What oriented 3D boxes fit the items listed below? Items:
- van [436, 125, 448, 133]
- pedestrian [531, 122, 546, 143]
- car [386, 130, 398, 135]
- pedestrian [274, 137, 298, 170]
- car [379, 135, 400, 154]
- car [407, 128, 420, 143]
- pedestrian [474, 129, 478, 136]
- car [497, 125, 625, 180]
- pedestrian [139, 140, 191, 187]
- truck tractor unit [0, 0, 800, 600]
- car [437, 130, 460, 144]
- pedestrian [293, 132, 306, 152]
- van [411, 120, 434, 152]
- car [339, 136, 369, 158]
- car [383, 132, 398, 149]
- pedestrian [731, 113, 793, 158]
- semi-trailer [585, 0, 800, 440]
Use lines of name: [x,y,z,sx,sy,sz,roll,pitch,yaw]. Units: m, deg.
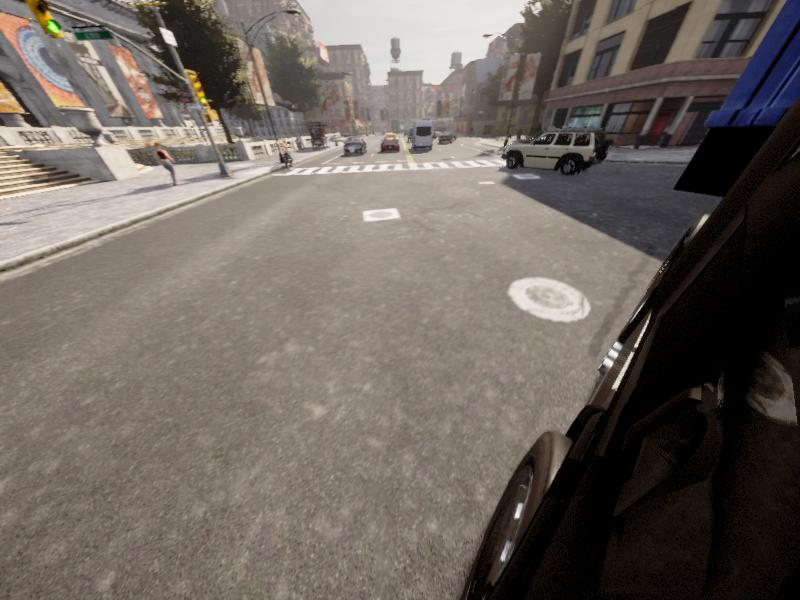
van: [14.604,-59.353,80.076,1.775,1.987,4.442,24,44,31]
pedestrian: [15.506,-18.845,25.955,0.751,1.860,0.751,-1,37,2]
car: [-2.589,-57.524,79.217,1.895,1.301,4.718,17,41,24]
pedestrian: [-7.779,-10.059,15.885,0.751,1.860,0.751,-1,37,1]
car: [-1.083,-16.773,24.873,1.994,1.385,4.181,-2,37,0]
car: [2.216,-27.767,38.866,1.905,1.878,3.866,-2,37,1]
pedestrian: [15.284,-33.700,46.360,0.500,1.100,0.500,-17,39,-18]
car: [7.746,-7.589,11.719,1.932,1.855,4.605,-28,44,-27]
pedestrian: [-11.350,-6.609,11.252,0.751,1.860,0.751,-4,37,-2]
truck tractor unit: [2.645,-0.295,0.351,6.516,4.208,3.053,-28,44,-30]
car: [7.259,-24.336,34.423,2.033,1.411,5.357,13,39,19]
pedestrian: [-11.820,-18.603,27.232,0.751,1.860,0.751,4,37,9]
van: [2.392,-18.449,25.925,1.988,2.561,5.915,-2,37,1]
car: [-4.550,-15.672,23.494,2.128,1.511,4.902,-2,37,1]
car: [-1.287,-21.477,31.001,1.882,1.535,5.008,-3,37,-1]
pedestrian: [18.835,-8.565,12.087,0.751,1.860,0.751,-14,39,-15]
semi-trailer: [9.792,-2.458,2.649,14.254,4.402,2.717,-13,38,-13]
